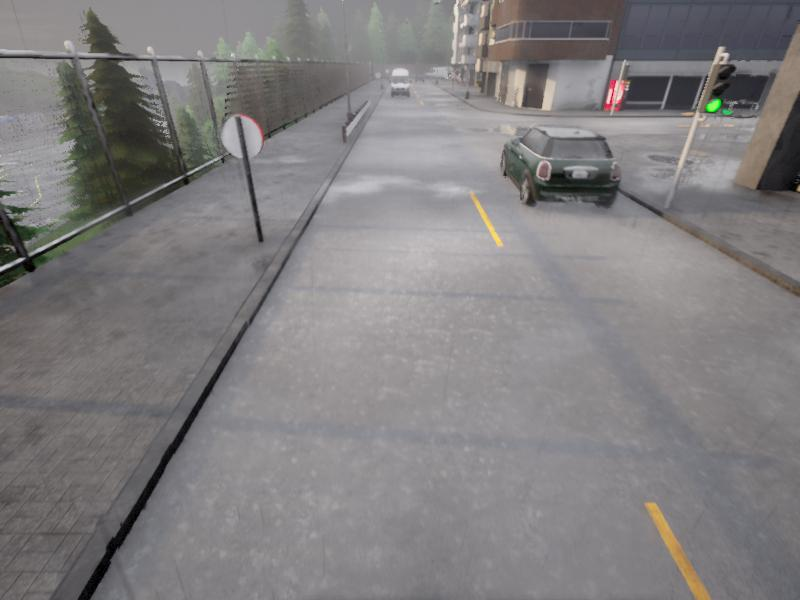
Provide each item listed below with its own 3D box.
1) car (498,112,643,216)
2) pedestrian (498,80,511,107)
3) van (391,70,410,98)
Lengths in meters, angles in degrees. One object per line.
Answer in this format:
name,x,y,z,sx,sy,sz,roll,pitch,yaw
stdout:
car,4.161,-3.881,10.807,2.097,1.767,4.553,2,30,3
pedestrian,8.242,-16.266,31.568,0.751,1.860,0.751,5,31,8
van,0.049,-23.906,44.178,1.988,2.561,5.915,0,30,0
